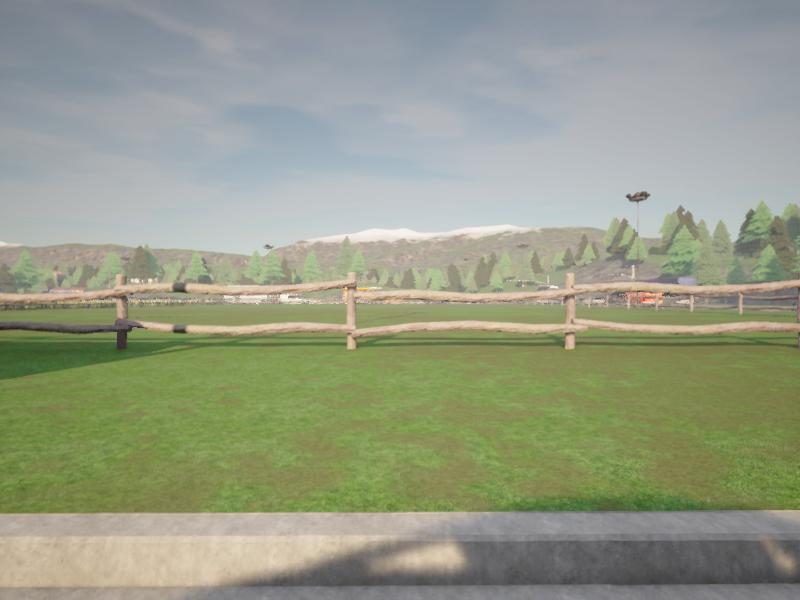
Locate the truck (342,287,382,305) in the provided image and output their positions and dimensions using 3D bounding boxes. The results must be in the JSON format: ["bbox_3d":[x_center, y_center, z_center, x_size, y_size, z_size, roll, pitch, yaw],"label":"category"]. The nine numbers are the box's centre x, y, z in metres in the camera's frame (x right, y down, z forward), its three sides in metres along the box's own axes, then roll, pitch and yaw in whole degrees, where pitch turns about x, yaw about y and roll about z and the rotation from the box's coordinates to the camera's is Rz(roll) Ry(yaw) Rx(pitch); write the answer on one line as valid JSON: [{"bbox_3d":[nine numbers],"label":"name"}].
[{"bbox_3d":[-8.279,-0.911,88.442,8.468,3.827,2.891,0,0,-1],"label":"truck"}]

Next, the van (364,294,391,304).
[{"bbox_3d":[-5.281,-0.217,95.478,6.366,2.431,2.351,0,0,-1],"label":"van"}]

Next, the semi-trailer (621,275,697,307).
[{"bbox_3d":[40.343,-1.270,63.286,2.717,4.402,14.254,0,0,0],"label":"semi-trailer"}]

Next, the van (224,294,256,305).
[{"bbox_3d":[-36.684,-0.182,91.657,6.366,2.431,2.351,0,0,-1],"label":"van"}]

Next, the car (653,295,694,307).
[{"bbox_3d":[36.843,0.133,54.085,2.152,1.651,5.027,0,0,0],"label":"car"}]

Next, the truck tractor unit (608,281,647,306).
[{"bbox_3d":[40.304,-1.173,71.200,3.053,4.208,6.516,0,0,-1],"label":"truck tractor unit"}]

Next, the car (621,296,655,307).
[{"bbox_3d":[33.353,0.180,56.223,1.882,1.535,5.008,0,0,0],"label":"car"}]

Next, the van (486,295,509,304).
[{"bbox_3d":[21.778,-0.056,89.332,4.480,2.038,2.069,0,1,-10],"label":"van"}]

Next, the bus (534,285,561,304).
[{"bbox_3d":[35.142,-1.183,94.907,3.944,4.253,10.273,2,1,32],"label":"bus"}]

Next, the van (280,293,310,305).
[{"bbox_3d":[-22.215,-0.251,84.802,5.915,2.561,1.988,0,0,-1],"label":"van"}]

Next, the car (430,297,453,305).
[{"bbox_3d":[8.735,0.144,85.122,4.611,1.667,2.242,0,0,-1],"label":"car"}]

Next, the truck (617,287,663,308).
[{"bbox_3d":[29.837,-0.281,49.922,2.627,2.467,5.204,0,0,0],"label":"truck"}]

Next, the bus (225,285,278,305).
[{"bbox_3d":[-32.591,-1.098,88.322,10.273,4.253,3.944,0,0,-1],"label":"bus"}]

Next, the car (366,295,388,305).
[{"bbox_3d":[-4.876,0.043,84.978,4.605,1.855,1.932,3,0,0],"label":"car"}]

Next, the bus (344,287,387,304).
[{"bbox_3d":[-8.406,-1.125,99.068,10.273,4.253,3.944,0,0,-1],"label":"bus"}]

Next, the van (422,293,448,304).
[{"bbox_3d":[8.074,-0.289,92.113,5.915,2.561,1.988,0,0,0],"label":"van"}]
